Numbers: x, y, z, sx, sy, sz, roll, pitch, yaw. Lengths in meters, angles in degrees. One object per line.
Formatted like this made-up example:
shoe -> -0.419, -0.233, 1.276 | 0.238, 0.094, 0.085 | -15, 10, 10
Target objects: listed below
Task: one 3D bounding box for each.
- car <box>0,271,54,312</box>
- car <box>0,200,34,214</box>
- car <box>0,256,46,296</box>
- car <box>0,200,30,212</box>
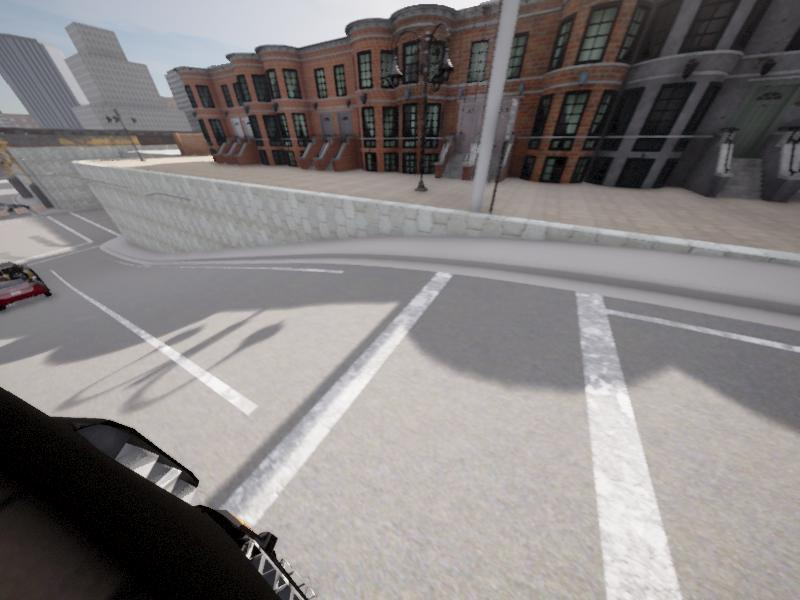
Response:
car -> -23.277, -0.631, 14.042 | 4.181, 1.385, 1.994 | 7, 34, 32
car -> -67.090, -15.708, 39.139 | 4.974, 1.542, 2.038 | -19, 39, -25
car -> -30.011, -1.988, 17.846 | 4.605, 1.855, 1.932 | 12, 36, 28
car -> -67.135, -15.822, 39.027 | 4.536, 1.218, 1.853 | -19, 39, -25
